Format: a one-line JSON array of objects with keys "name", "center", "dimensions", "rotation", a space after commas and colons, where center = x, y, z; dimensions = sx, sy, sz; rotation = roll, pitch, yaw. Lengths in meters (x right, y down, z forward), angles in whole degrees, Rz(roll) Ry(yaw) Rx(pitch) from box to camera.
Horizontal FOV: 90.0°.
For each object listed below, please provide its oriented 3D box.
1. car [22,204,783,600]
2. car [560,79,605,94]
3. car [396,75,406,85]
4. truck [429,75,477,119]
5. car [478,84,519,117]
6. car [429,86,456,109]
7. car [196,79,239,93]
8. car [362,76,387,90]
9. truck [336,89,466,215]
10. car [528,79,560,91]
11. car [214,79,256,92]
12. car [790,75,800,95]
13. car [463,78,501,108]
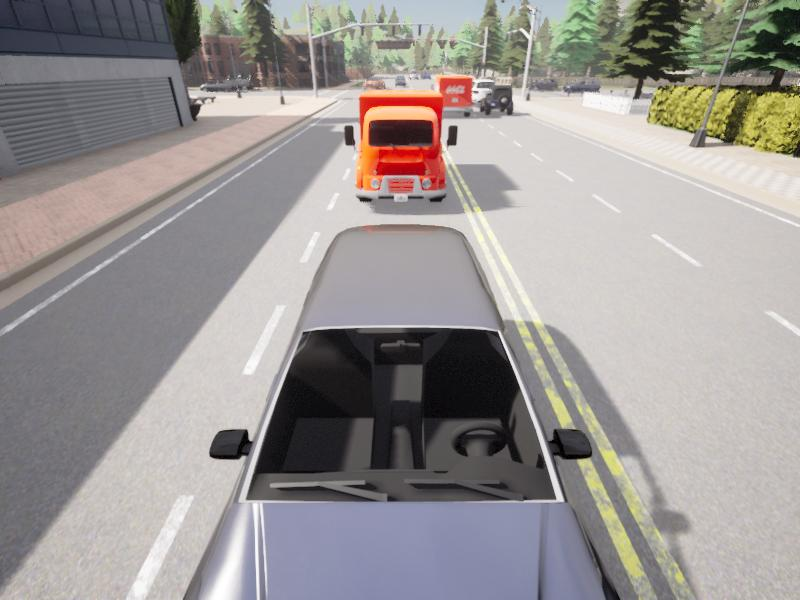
[{"name": "car", "center": [0.005, 0.760, 3.054], "dimensions": [2.242, 1.667, 4.611], "rotation": [0, 30, 0]}, {"name": "car", "center": [23.706, -27.939, 52.264], "dimensions": [4.611, 1.667, 2.242], "rotation": [0, 30, 0]}, {"name": "car", "center": [0.101, -42.795, 77.658], "dimensions": [1.882, 1.535, 5.008], "rotation": [0, 30, 0]}, {"name": "truck", "center": [3.545, -14.318, 28.041], "dimensions": [2.627, 2.467, 5.204], "rotation": [0, 30, 0]}, {"name": "car", "center": [7.043, -14.533, 28.983], "dimensions": [1.905, 1.878, 3.866], "rotation": [0, 30, 0]}, {"name": "car", "center": [3.549, -17.199, 33.898], "dimensions": [1.845, 1.501, 3.633], "rotation": [0, 30, 0]}, {"name": "car", "center": [-23.918, -28.118, 52.637], "dimensions": [4.514, 1.525, 2.007], "rotation": [0, 30, 0]}, {"name": "car", "center": [-3.754, -32.331, 59.516], "dimensions": [2.097, 1.767, 4.553], "rotation": [9, 32, 15]}, {"name": "truck", "center": [0.021, -4.327, 10.981], "dimensions": [2.627, 2.467, 5.204], "rotation": [0, 29, 0]}, {"name": "car", "center": [19.842, -29.725, 55.284], "dimensions": [3.633, 1.501, 1.845], "rotation": [0, 30, 0]}, {"name": "car", "center": [-22.836, -29.899, 55.659], "dimensions": [4.792, 1.488, 2.163], "rotation": [0, 30, 0]}, {"name": "car", "center": [52.016, -26.360, 49.074], "dimensions": [5.566, 2.045, 2.150], "rotation": [0, 30, 0]}, {"name": "car", "center": [7.048, -18.173, 35.054], "dimensions": [2.150, 2.045, 5.566], "rotation": [0, 30, 0]}]
